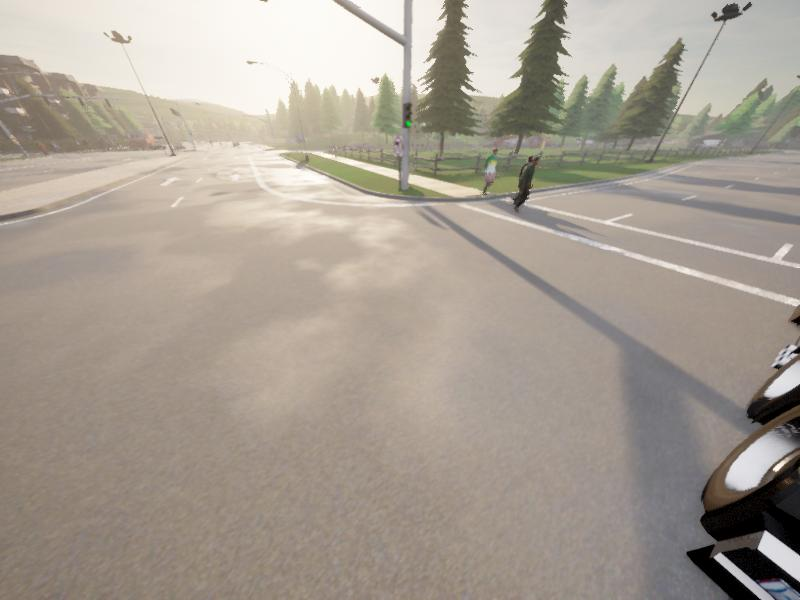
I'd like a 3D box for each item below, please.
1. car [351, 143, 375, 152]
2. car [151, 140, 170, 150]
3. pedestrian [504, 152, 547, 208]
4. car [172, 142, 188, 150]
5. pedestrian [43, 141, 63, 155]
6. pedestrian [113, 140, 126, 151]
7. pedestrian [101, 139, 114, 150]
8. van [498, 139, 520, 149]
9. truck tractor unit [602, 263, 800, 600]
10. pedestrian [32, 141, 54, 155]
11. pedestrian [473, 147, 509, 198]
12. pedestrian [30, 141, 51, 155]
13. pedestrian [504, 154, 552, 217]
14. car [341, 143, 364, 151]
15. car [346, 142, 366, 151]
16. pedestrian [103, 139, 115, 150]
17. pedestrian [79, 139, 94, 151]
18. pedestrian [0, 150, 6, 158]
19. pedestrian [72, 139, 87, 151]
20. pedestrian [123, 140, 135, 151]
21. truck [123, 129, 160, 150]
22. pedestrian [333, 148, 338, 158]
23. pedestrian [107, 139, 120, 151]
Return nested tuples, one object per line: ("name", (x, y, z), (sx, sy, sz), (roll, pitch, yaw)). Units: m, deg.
("car", (-8.461, -35.195, 53.105), (4.856, 1.649, 2.033), (-18, 39, -24))
("car", (-54.887, -35.524, 52.986), (1.905, 1.878, 3.866), (-18, 39, -25))
("pedestrian", (4.963, -4.772, 9.231), (0.751, 1.860, 0.751), (-21, 40, -28))
("car", (-51.840, -36.346, 54.513), (1.837, 1.490, 4.892), (-18, 39, -25))
("pedestrian", (-53.936, -23.649, 35.888), (0.751, 1.860, 0.751), (-19, 39, -25))
("pedestrian", (-56.796, -31.256, 46.801), (0.751, 1.860, 0.751), (-14, 37, -20))
("pedestrian", (-58.191, -30.887, 45.966), (0.751, 1.860, 0.751), (-29, 44, -35))
("van", (34.479, -49.425, 73.200), (6.366, 2.431, 2.351), (-18, 39, -24))
("truck tractor unit", (5.107, -0.305, 0.784), (6.516, 4.208, 3.053), (-18, 39, -24))
("pedestrian", (-53.972, -22.984, 34.934), (0.751, 1.860, 0.751), (-17, 38, -23))
("pedestrian", (3.902, -5.533, 10.049), (0.751, 1.860, 0.751), (-16, 38, -22))
("pedestrian", (-54.920, -23.240, 35.297), (0.751, 1.860, 0.751), (-14, 37, -19))
("pedestrian", (4.477, -4.066, 8.207), (0.751, 1.860, 0.751), (-22, 41, -29))
("car", (-11.927, -38.564, 58.170), (5.027, 1.651, 2.152), (-18, 39, -24))
("car", (-10.542, -36.820, 55.439), (3.988, 1.617, 1.851), (-18, 39, -24))
("pedestrian", (-58.540, -31.220, 46.443), (0.751, 1.860, 0.751), (-29, 44, -35))
("pedestrian", (-59.575, -29.472, 43.948), (0.751, 1.860, 0.751), (-14, 37, -19))
("pedestrian", (-49.981, -18.300, 28.630), (0.500, 1.100, 0.500), (-15, 38, -21))
("pedestrian", (-59.824, -28.900, 43.123), (0.751, 1.860, 0.751), (-18, 39, -24))
("pedestrian", (-56.050, -31.981, 47.850), (0.751, 1.860, 0.751), (-19, 39, -26))
("truck", (-59.979, -37.363, 53.871), (2.891, 3.827, 8.468), (-18, 39, -25))
("pedestrian", (-8.931, -20.362, 31.928), (0.500, 1.100, 0.500), (-15, 38, -21))
("pedestrian", (-57.503, -31.184, 46.433), (0.751, 1.860, 0.751), (-16, 38, -22))
